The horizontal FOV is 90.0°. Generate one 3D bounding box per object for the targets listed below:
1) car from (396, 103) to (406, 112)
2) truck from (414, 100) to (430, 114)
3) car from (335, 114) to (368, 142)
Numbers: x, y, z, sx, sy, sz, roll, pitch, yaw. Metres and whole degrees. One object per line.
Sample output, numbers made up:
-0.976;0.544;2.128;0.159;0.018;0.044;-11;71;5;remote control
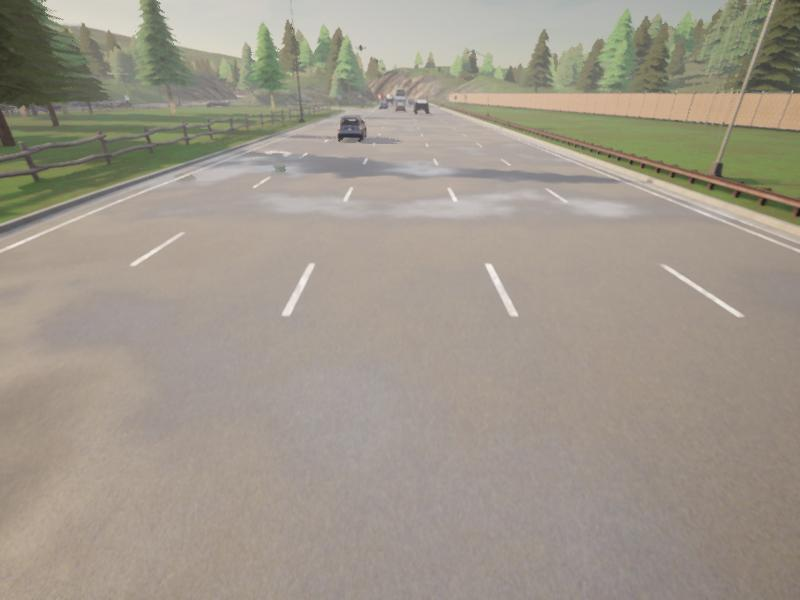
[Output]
0.111;-36.852;76.401;1.812;1.442;4.674;0;27;0;car
3.600;-32.787;67.853;2.390;2.098;6.274;0;27;0;truck
-3.454;-12.572;29.149;1.851;1.617;3.988;0;27;0;car
